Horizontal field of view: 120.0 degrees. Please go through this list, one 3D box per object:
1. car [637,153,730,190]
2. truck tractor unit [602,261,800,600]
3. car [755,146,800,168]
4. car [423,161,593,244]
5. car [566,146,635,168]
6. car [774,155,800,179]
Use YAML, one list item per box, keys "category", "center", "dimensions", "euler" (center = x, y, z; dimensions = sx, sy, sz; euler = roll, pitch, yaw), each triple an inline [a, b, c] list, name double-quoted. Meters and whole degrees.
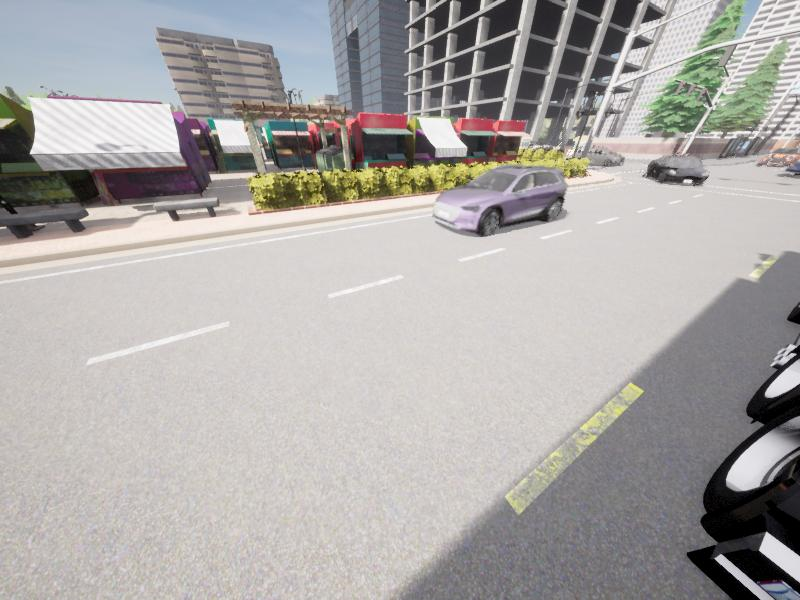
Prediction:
- category: "car"
  center: [17.826, -8.437, 14.926]
  dimensions: [2.163, 1.488, 4.792]
  euler: [17, 39, 22]
- category: "truck tractor unit"
  center: [5.104, -0.308, 0.788]
  dimensions: [6.516, 4.208, 3.053]
  euler: [-19, 39, -24]
- category: "car"
  center: [41.593, -15.599, 25.131]
  dimensions: [4.553, 1.767, 2.097]
  euler: [-18, 39, -24]
- category: "car"
  center: [3.366, -3.341, 7.393]
  dimensions: [4.856, 1.649, 2.033]
  euler: [-18, 39, -24]
- category: "car"
  center: [20.575, -14.891, 23.969]
  dimensions: [2.242, 1.667, 4.611]
  euler: [-18, 39, -25]
- category: "car"
  center: [32.281, -9.671, 16.879]
  dimensions: [5.357, 1.411, 2.033]
  euler: [4, 35, 5]
